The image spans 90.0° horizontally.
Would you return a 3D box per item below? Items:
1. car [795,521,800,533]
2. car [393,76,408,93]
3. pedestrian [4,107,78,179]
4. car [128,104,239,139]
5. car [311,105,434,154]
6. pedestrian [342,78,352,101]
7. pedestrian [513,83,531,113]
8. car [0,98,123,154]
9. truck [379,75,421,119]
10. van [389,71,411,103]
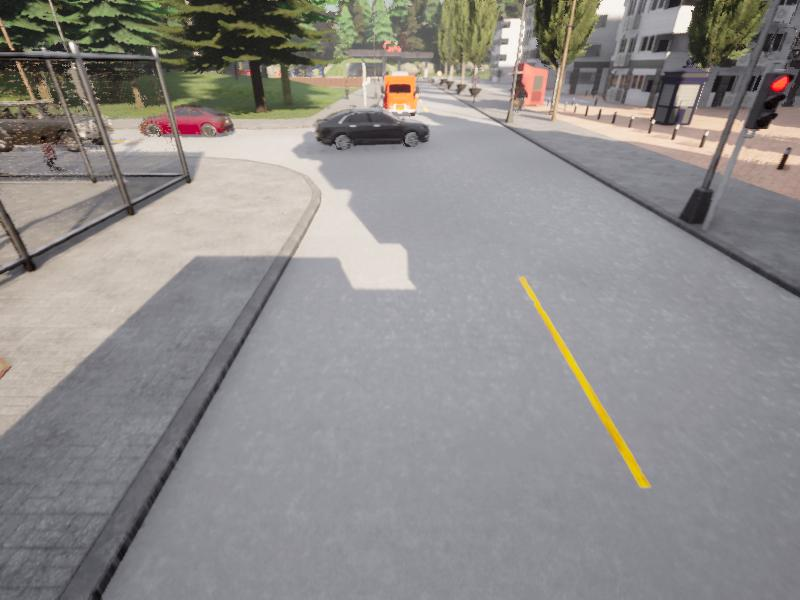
[{"bbox_3d":[4.025,2.206,0.719,2.007,1.525,4.514,0,30,0],"label":"car"},{"bbox_3d":[0.012,-28.641,53.080,1.905,1.878,3.866,0,31,0],"label":"car"},{"bbox_3d":[-10.487,-4.617,11.774,0.751,1.860,0.751,-1,30,-2],"label":"pedestrian"},{"bbox_3d":[-10.561,-8.883,19.825,4.181,1.385,1.994,0,30,0],"label":"car"},{"bbox_3d":[-1.185,-7.332,17.056,4.892,1.490,1.837,-7,32,-11],"label":"car"},{"bbox_3d":[-5.106,-20.389,38.752,0.751,1.860,0.751,2,30,4],"label":"pedestrian"},{"bbox_3d":[8.653,-14.357,28.448,0.751,1.860,0.751,-2,30,-3],"label":"pedestrian"},{"bbox_3d":[-14.492,-7.115,16.299,4.605,1.855,1.932,0,30,0],"label":"car"},{"bbox_3d":[-0.001,-14.445,28.244,2.627,2.467,5.204,0,30,0],"label":"truck"},{"bbox_3d":[-0.006,-21.294,39.886,1.988,2.561,5.915,0,30,0],"label":"van"}]
